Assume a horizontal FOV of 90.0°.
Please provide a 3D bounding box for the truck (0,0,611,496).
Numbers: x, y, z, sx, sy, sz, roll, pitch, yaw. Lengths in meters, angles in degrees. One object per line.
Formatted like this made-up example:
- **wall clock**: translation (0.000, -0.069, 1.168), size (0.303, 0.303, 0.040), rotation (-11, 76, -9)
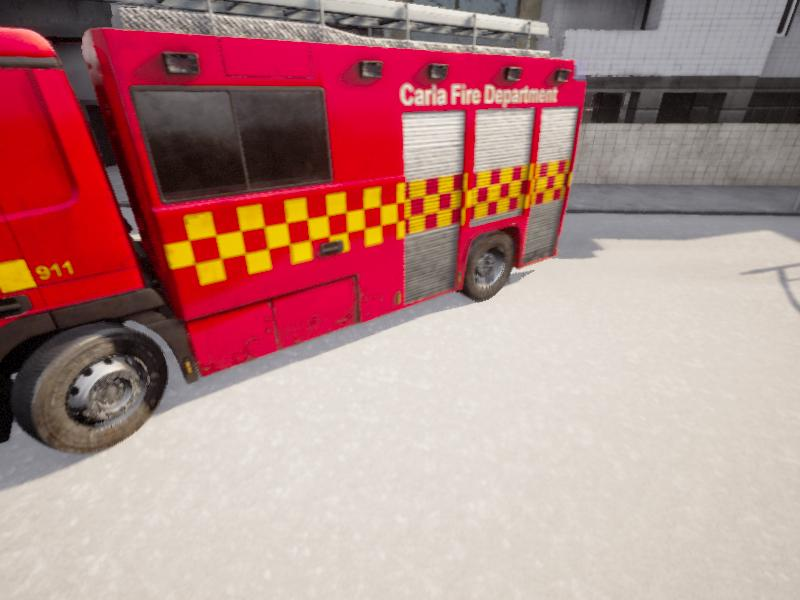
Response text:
- **truck**: translation (-1.373, -1.541, 5.243), size (8.468, 3.827, 2.891), rotation (-18, 32, -31)

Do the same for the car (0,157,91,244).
- **car**: translation (-10.697, -2.447, 9.495), size (4.792, 1.488, 2.163), rotation (1, 28, 3)
